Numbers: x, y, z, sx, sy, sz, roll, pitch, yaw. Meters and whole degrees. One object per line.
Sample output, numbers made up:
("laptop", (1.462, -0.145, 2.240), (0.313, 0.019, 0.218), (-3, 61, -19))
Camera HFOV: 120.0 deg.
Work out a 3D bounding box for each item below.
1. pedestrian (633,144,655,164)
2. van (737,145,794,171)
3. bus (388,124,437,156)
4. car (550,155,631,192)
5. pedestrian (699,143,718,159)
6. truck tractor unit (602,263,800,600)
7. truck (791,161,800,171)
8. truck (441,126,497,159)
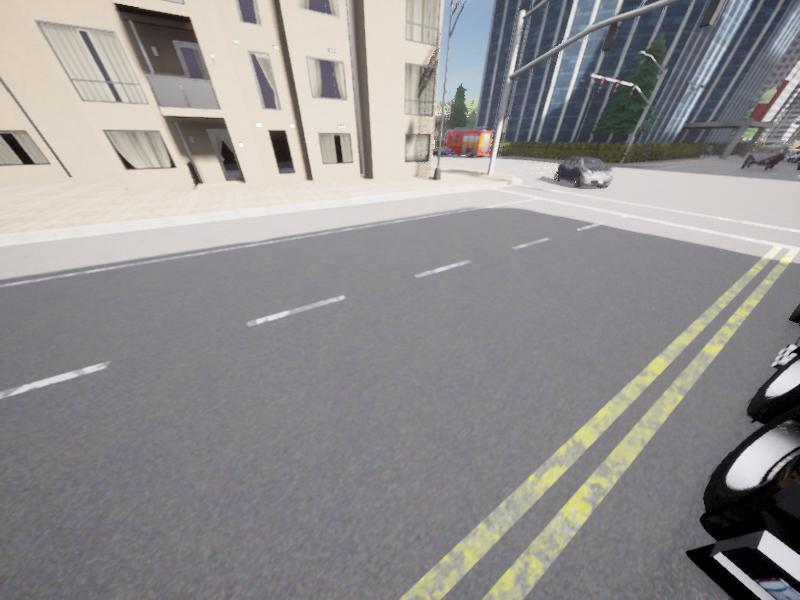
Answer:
("pedestrian", (26.605, -15.943, 25.212), (0.751, 1.860, 0.751), (-16, 38, -23))
("van", (35.905, -14.014, 22.719), (4.442, 1.987, 1.775), (-18, 39, -24))
("bus", (1.901, -29.322, 42.444), (3.944, 4.253, 10.273), (-18, 39, -24))
("car", (10.956, -7.612, 13.698), (1.845, 1.501, 3.633), (4, 35, 4))
("pedestrian", (45.221, -21.864, 33.884), (0.751, 1.860, 0.751), (-17, 39, -24))
("truck tractor unit", (5.108, -0.304, 0.783), (6.516, 4.208, 3.053), (-18, 39, -24))
("truck", (41.624, -14.324, 21.605), (8.468, 3.827, 2.891), (-18, 39, -24))
("truck", (10.409, -24.703, 36.252), (2.891, 3.827, 8.468), (-18, 39, -24))
